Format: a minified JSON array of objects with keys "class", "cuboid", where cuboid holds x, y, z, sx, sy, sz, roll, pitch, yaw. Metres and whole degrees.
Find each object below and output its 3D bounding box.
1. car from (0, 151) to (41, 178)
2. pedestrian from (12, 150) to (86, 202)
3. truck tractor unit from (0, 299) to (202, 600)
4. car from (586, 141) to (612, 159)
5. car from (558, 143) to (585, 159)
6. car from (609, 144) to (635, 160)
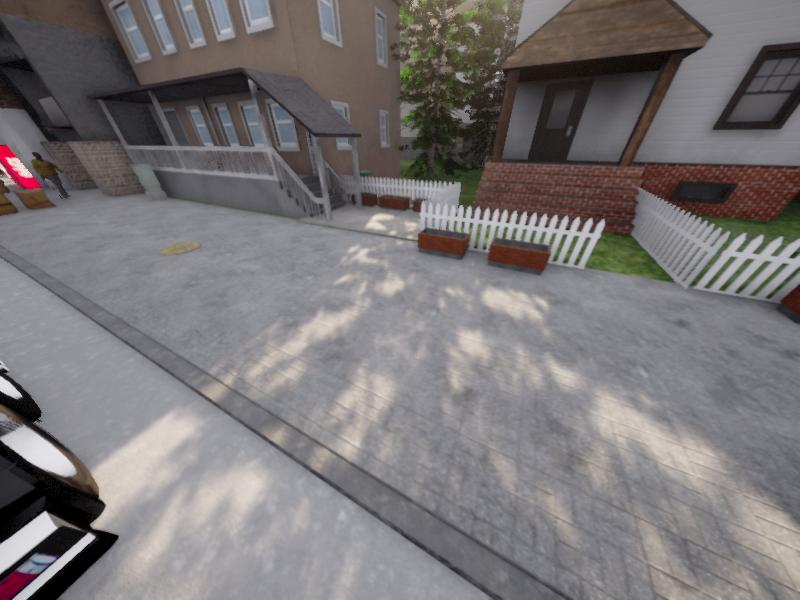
[{"class":"car","cuboid":[-31.822,-10.171,17.395,2.242,1.667,4.611,16,38,22]},{"class":"pedestrian","cuboid":[-14.830,-5.284,9.837,0.751,1.860,0.751,10,36,14]},{"class":"truck tractor unit","cuboid":[-5.167,-0.241,0.691,6.516,4.208,3.053,16,38,21]},{"class":"car","cuboid":[26.645,-20.128,30.931,1.905,1.878,3.866,23,41,29]},{"class":"car","cuboid":[23.763,-20.698,31.957,2.242,1.667,4.611,23,41,29]},{"class":"car","cuboid":[28.623,-19.177,29.849,1.845,1.501,3.633,23,41,29]}]
